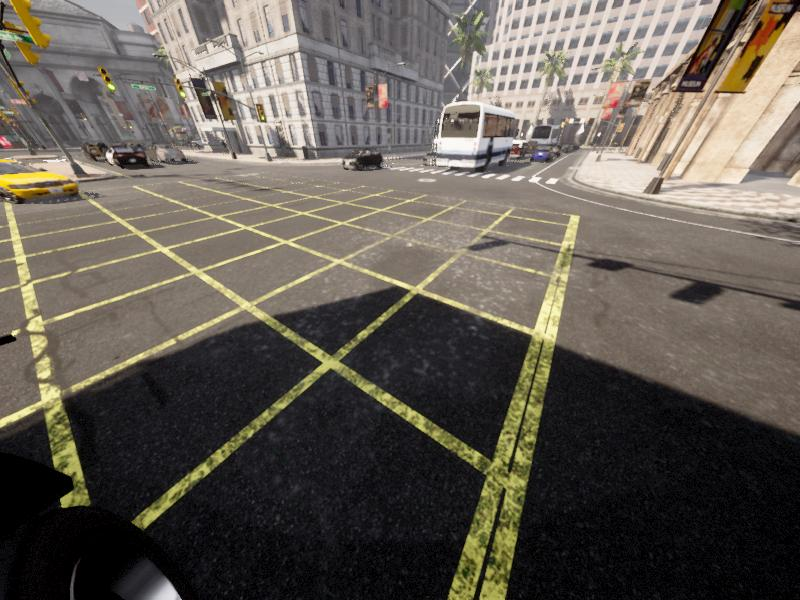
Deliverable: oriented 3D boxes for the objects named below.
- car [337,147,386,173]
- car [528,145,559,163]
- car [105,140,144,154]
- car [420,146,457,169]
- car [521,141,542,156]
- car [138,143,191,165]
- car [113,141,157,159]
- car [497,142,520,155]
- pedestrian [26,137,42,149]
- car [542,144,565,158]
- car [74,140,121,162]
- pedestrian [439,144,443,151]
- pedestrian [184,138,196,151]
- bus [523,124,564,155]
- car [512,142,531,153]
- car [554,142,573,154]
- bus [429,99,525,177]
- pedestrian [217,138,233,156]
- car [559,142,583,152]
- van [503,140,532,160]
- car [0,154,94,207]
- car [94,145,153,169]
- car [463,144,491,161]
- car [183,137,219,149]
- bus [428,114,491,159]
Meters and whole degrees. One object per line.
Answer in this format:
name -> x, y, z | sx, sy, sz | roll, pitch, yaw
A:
car -> -2.991, -11.499, 18.861 | 1.789, 1.549, 3.705 | 22, 40, 28
car -> 17.223, -17.571, 27.699 | 2.163, 1.488, 4.792 | 22, 41, 28
car -> -42.605, -23.789, 35.915 | 2.033, 1.649, 4.856 | -15, 38, -21
car -> 3.670, -13.474, 21.715 | 1.789, 1.549, 3.705 | 22, 41, 28
car -> 21.368, -24.660, 37.437 | 1.905, 1.878, 3.866 | 22, 41, 28
car -> -24.119, -15.021, 23.637 | 5.027, 1.651, 2.152 | 22, 41, 28
car -> -32.627, -18.507, 28.475 | 4.611, 1.667, 2.242 | 22, 41, 28
car -> 18.368, -25.627, 38.978 | 2.242, 1.667, 4.611 | 22, 40, 28
pedestrian -> -67.496, -28.997, 42.622 | 0.751, 1.860, 0.751 | 28, 44, 33
car -> 22.632, -21.993, 33.978 | 2.007, 1.525, 4.514 | 22, 41, 28
car -> -32.802, -16.207, 25.021 | 4.605, 1.855, 1.932 | 21, 40, 28
pedestrian -> 7.812, -29.250, 44.227 | 0.500, 1.100, 0.500 | -29, 45, -35
pedestrian -> -34.783, -25.754, 38.273 | 0.751, 1.860, 0.751 | 23, 41, 29
bus -> 27.110, -30.365, 43.554 | 3.944, 4.253, 10.273 | 22, 42, 28
car -> 23.708, -29.889, 45.093 | 1.930, 1.638, 5.238 | 22, 41, 28
car -> 30.711, -28.615, 43.356 | 2.152, 1.651, 5.027 | 23, 41, 28
bus -> 6.838, -13.771, 19.829 | 3.944, 4.253, 10.273 | 22, 41, 28
pedestrian -> -22.730, -19.863, 30.006 | 0.751, 1.860, 0.751 | 9, 36, 11
car -> 36.760, -32.773, 49.550 | 5.027, 1.651, 2.152 | -24, 42, -30
van -> 15.508, -19.897, 30.505 | 2.069, 2.038, 4.480 | 22, 41, 28
car -> -16.365, -5.051, 9.581 | 5.366, 1.575, 1.801 | 8, 36, 11
car -> -24.182, -12.550, 20.203 | 4.974, 1.542, 2.038 | 22, 41, 28
car -> 9.644, -18.441, 28.765 | 1.851, 1.617, 3.988 | 22, 41, 28
car -> -44.895, -35.553, 52.249 | 2.150, 2.045, 5.566 | 23, 41, 28
bus -> 8.170, -21.689, 31.092 | 3.944, 4.253, 10.273 | 22, 39, 28
